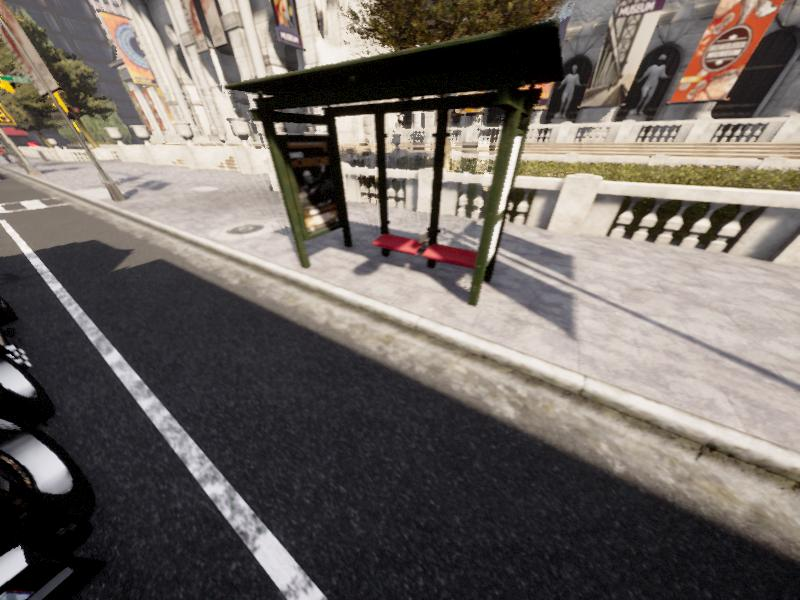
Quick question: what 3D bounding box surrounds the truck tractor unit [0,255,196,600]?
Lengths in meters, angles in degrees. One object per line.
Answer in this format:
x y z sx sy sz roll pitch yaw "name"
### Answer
-5.100 -0.310 0.803 6.516 4.208 3.053 19 39 25 "truck tractor unit"
